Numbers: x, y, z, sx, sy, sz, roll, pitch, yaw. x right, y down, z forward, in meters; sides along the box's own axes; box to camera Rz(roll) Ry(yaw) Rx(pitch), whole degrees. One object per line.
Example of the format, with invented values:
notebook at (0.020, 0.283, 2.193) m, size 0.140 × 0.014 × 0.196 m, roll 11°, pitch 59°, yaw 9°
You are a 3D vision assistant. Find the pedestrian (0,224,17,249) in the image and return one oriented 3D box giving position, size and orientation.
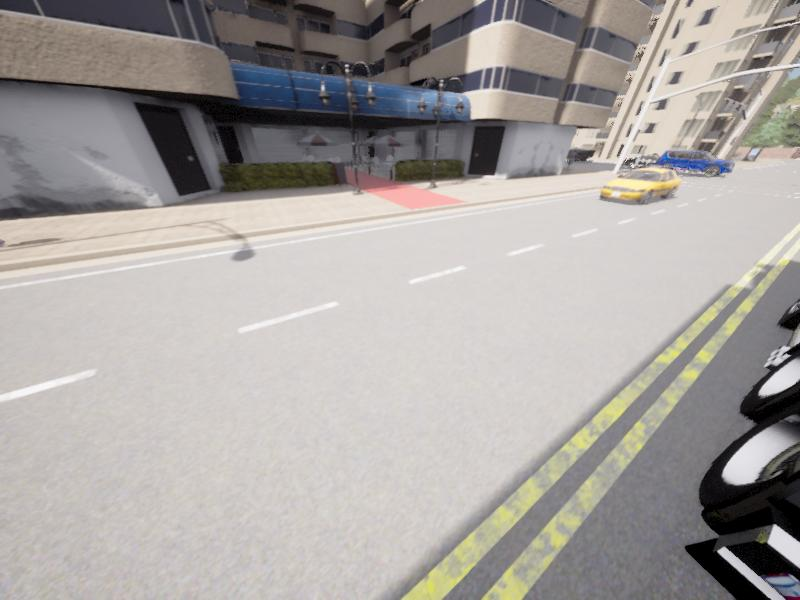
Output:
pedestrian at (-9.550, -1.695, 5.121) m, size 0.500 × 1.100 × 0.500 m, roll -17°, pitch 38°, yaw -24°

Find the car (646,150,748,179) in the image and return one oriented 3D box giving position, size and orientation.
car at (28.756, -13.451, 22.719) m, size 2.150 × 2.045 × 5.566 m, roll -18°, pitch 39°, yaw -26°

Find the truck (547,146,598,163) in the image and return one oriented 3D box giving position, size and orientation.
truck at (29.025, -24.797, 39.248) m, size 2.390 × 2.098 × 6.274 m, roll -18°, pitch 39°, yaw -25°

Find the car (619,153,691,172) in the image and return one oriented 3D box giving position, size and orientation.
car at (29.895, -16.309, 27.281) m, size 1.930 × 1.638 × 5.238 m, roll -21°, pitch 40°, yaw -28°

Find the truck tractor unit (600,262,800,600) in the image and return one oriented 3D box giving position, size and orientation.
truck tractor unit at (5.155, -0.232, 0.822) m, size 6.516 × 4.208 × 3.053 m, roll -16°, pitch 40°, yaw -26°

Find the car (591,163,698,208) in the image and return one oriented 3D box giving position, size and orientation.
car at (12.570, -6.023, 11.881) m, size 5.366 × 1.575 × 1.801 m, roll -17°, pitch 38°, yaw -25°
